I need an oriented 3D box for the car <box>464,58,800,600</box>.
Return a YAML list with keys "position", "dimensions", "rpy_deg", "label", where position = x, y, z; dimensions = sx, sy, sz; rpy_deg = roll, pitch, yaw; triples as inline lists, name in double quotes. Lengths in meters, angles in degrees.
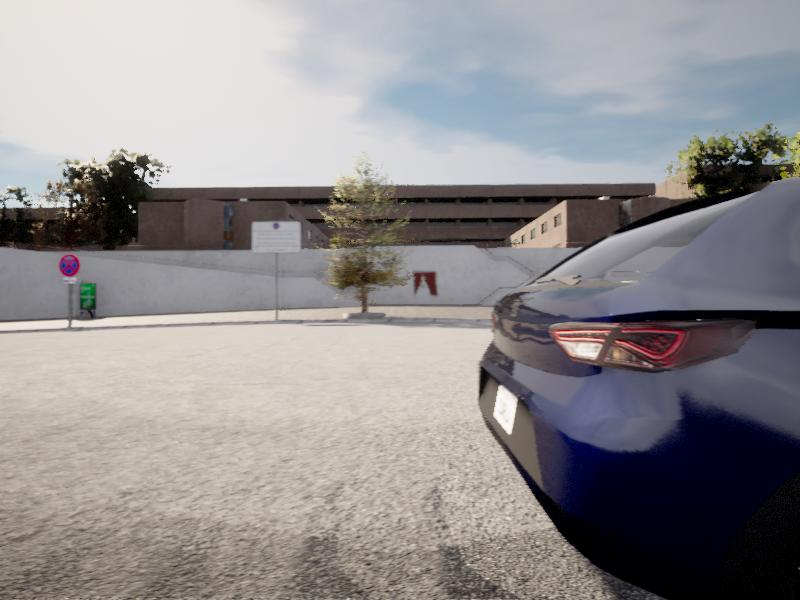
- position: [2.514, 0.257, 1.698]
  dimensions: [4.193, 1.474, 1.816]
  rpy_deg: [0, 0, 0]
  label: "car"
